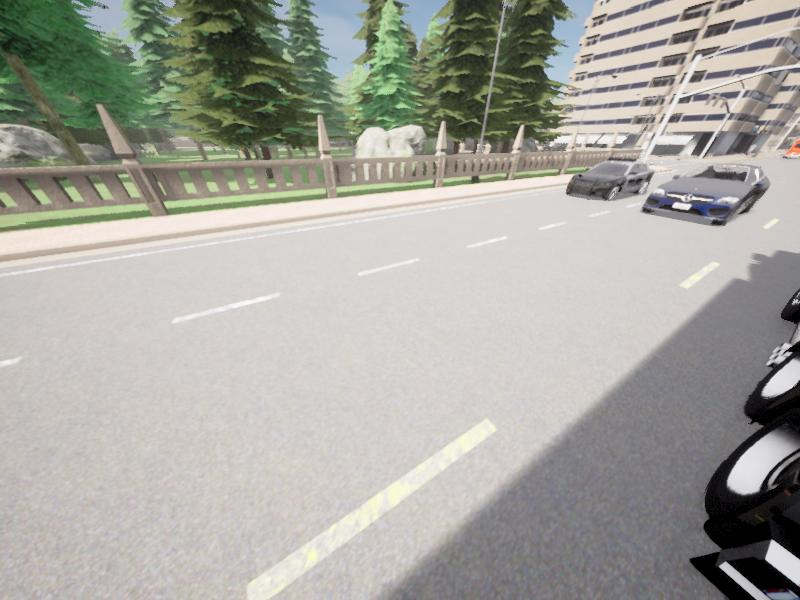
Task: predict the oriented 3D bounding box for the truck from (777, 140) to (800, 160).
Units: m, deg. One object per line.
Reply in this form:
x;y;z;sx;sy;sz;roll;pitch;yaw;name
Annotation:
62.151;-23.198;35.707;5.204;2.467;2.627;-18;39;-25;truck

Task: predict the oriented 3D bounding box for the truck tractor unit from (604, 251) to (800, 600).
5.085;-0.327;0.809;6.516;4.208;3.053;-19;39;-25;truck tractor unit

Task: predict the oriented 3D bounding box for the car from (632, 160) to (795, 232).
11.456;-4.040;8.482;5.027;1.651;2.152;-18;39;-24;car

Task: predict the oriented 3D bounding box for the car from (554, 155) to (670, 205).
10.335;-5.991;11.260;5.238;1.638;1.930;-18;39;-24;car
